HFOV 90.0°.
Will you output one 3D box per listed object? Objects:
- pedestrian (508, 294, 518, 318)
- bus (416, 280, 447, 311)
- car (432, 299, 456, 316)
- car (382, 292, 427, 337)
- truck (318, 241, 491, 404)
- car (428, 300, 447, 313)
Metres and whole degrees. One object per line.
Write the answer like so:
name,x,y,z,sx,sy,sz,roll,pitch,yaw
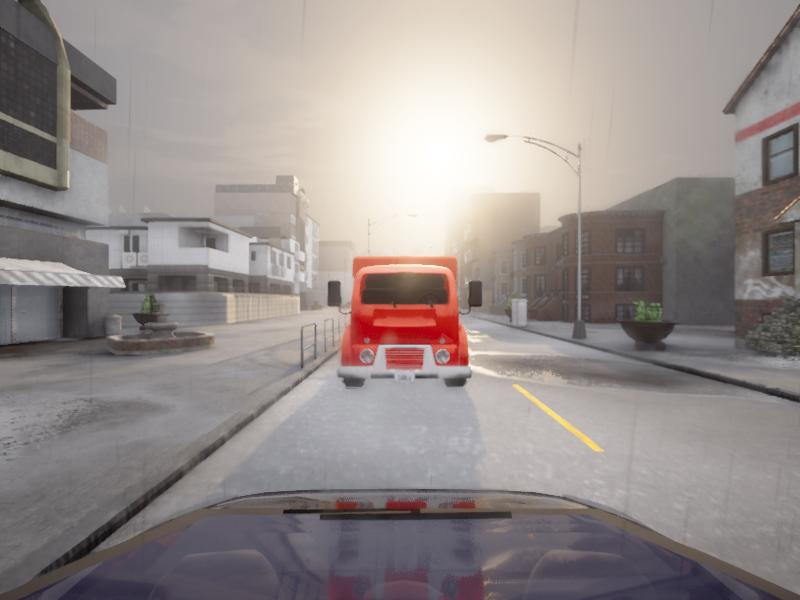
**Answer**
pedestrian,9.176,0.486,32.589,0.751,1.860,0.751,0,0,19
bus,4.513,-0.616,59.850,3.944,4.253,10.273,0,1,1
car,4.438,0.712,41.187,1.930,1.638,5.238,0,0,1
car,0.205,0.619,18.948,1.905,1.878,3.866,0,0,1
truck,0.100,0.347,8.665,2.627,2.467,5.204,0,0,1
car,4.514,0.753,48.585,1.882,1.535,5.008,0,0,1
